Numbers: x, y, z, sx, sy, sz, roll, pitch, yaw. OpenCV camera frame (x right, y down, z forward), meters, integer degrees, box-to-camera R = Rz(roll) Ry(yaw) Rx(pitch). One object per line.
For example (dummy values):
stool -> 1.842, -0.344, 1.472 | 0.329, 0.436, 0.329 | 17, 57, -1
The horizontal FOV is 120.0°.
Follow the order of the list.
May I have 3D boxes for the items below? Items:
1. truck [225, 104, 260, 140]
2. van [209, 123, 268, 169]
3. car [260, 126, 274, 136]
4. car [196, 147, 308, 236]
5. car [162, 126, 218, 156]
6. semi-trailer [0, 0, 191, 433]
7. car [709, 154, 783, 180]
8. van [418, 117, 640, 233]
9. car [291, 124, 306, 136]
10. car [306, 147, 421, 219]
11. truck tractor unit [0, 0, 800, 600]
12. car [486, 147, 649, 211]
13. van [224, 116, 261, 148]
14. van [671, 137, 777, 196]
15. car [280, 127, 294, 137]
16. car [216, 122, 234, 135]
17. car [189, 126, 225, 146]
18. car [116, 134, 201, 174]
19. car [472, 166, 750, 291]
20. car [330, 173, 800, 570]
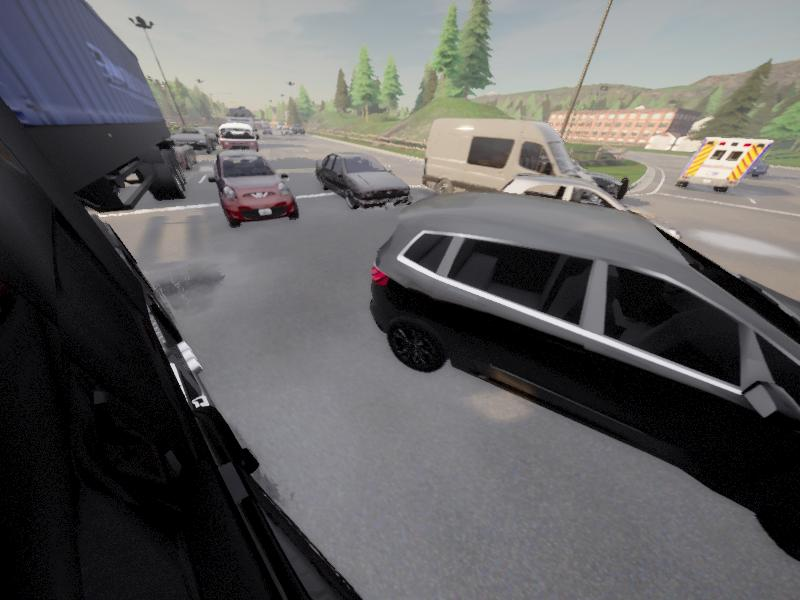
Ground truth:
truck -> -23.554, -26.667, 34.797 | 2.891, 3.827, 8.468 | -16, 40, -23
van -> -9.617, -9.482, 14.095 | 2.069, 2.038, 4.480 | -15, 40, -22
car -> -26.148, -33.296, 45.467 | 1.845, 1.501, 3.633 | -16, 40, -23
car -> -4.253, -3.325, 6.587 | 1.845, 1.501, 3.633 | -20, 42, -28
car -> -16.343, -12.695, 18.322 | 2.152, 1.651, 5.027 | -16, 40, -23
semi-trailer -> -7.535, -4.197, 5.118 | 2.717, 4.402, 14.254 | -21, 43, -28
car -> 30.404, -11.954, 20.574 | 2.033, 1.411, 5.357 | 25, 42, 27
van -> 3.643, -4.647, 8.035 | 5.915, 2.561, 1.988 | 31, 46, 32
car -> -23.626, -39.598, 53.678 | 2.150, 2.045, 5.566 | -16, 40, -23
car -> -1.677, -4.650, 8.653 | 2.033, 1.411, 5.357 | -18, 42, -26
truck tractor unit -> -2.645, -0.295, 0.352 | 6.516, 4.208, 3.053 | 28, 44, 30
car -> 6.932, -5.558, 10.229 | 5.238, 1.638, 1.930 | 25, 42, 26
van -> -16.667, -17.893, 24.618 | 2.351, 2.431, 6.366 | -16, 40, -23
van -> 19.166, -8.284, 14.035 | 6.366, 2.431, 2.351 | -28, 47, -35
car -> -22.579, -33.589, 46.140 | 1.970, 1.475, 3.806 | -16, 40, -23
car -> -32.765, -32.199, 43.267 | 1.932, 1.855, 4.605 | -16, 41, -23
car -> -20.672, -17.746, 24.953 | 2.163, 1.488, 4.792 | -16, 40, -23
car -> -12.332, -7.785, 12.193 | 1.994, 1.385, 4.181 | -16, 40, -23
car -> 3.746, -1.774, 5.025 | 3.633, 1.501, 1.845 | 18, 39, 20
car -> 1.941, 0.049, 2.337 | 4.611, 1.667, 2.242 | 21, 40, 23
